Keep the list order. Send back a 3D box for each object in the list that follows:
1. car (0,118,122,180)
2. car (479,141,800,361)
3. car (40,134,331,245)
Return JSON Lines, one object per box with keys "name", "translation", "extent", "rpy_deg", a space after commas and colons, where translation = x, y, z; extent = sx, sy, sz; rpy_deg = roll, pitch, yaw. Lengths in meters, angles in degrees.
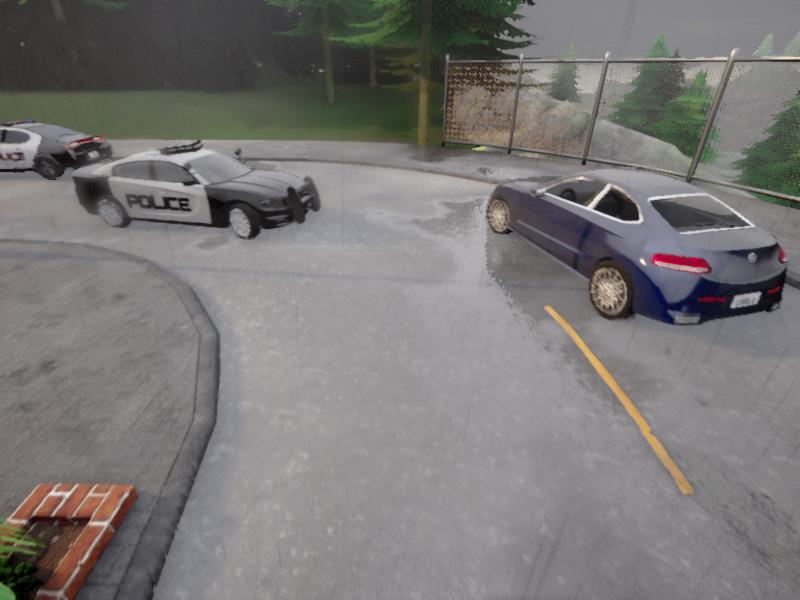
{"name": "car", "translation": [-12.288, -4.905, 12.866], "extent": [4.974, 1.542, 2.038], "rpy_deg": [1, 30, 2]}
{"name": "car", "translation": [3.443, -1.350, 6.709], "extent": [2.152, 1.651, 5.027], "rpy_deg": [-7, 31, -13]}
{"name": "car", "translation": [-4.390, -2.530, 8.703], "extent": [5.238, 1.638, 1.930], "rpy_deg": [6, 30, 11]}
